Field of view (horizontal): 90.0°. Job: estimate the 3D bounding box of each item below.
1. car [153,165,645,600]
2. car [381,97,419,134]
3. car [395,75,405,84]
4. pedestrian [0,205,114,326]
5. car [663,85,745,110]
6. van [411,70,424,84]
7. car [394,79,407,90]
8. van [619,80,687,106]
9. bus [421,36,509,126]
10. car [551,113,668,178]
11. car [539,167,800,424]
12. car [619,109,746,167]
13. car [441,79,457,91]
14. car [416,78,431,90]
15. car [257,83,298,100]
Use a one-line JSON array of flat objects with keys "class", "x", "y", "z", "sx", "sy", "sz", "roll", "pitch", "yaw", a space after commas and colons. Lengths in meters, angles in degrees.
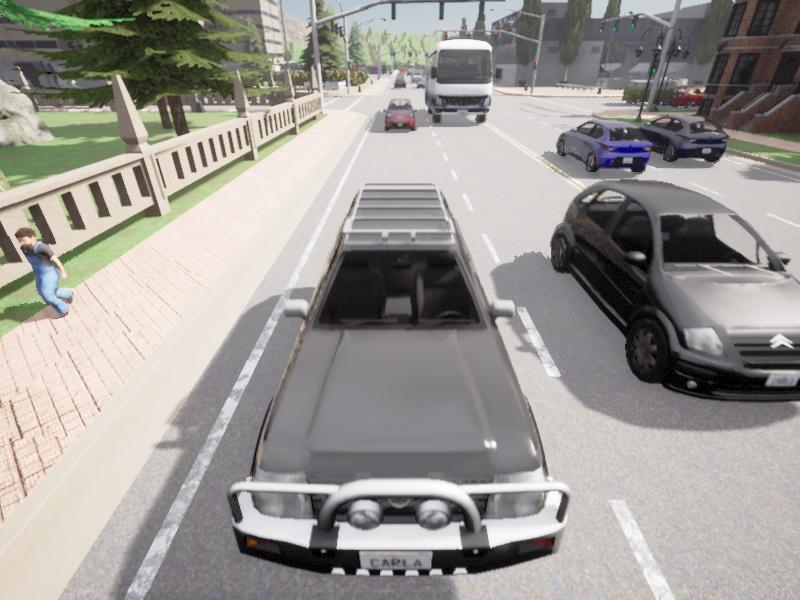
[{"class": "car", "x": -0.006, "y": 0.071, "z": 4.027, "sx": 1.932, "sy": 1.855, "sz": 4.605, "roll": 0, "pitch": 30, "yaw": 0}, {"class": "car", "x": 0.005, "y": -10.092, "z": 21.757, "sx": 1.845, "sy": 1.501, "sz": 3.633, "roll": 0, "pitch": 30, "yaw": 0}, {"class": "car", "x": 0.027, "y": -44.755, "z": 81.054, "sx": 1.882, "sy": 1.535, "sz": 5.008, "roll": 0, "pitch": 30, "yaw": 0}, {"class": "pedestrian", "x": -4.521, "y": -0.446, "z": 5.127, "sx": 0.751, "sy": 1.300, "sz": 0.751, "roll": 4, "pitch": 31, "yaw": 7}, {"class": "car", "x": 24.734, "y": -16.593, "z": 32.758, "sx": 4.611, "sy": 1.667, "sz": 2.242, "roll": 0, "pitch": 30, "yaw": 0}, {"class": "van", "x": 3.526, "y": -45.655, "z": 81.705, "sx": 2.351, "sy": 2.431, "sz": 6.366, "roll": 0, "pitch": 30, "yaw": 0}, {"class": "car", "x": 0.020, "y": -32.866, "z": 60.941, "sx": 1.895, "sy": 1.301, "sz": 4.718, "roll": 0, "pitch": 30, "yaw": 0}, {"class": "van", "x": 22.444, "y": -18.487, "z": 35.685, "sx": 4.442, "sy": 1.987, "sz": 1.775, "roll": 0, "pitch": 30, "yaw": 0}, {"class": "bus", "x": 3.629, "y": -14.137, "z": 26.010, "sx": 3.944, "sy": 4.253, "sz": 10.273, "roll": 0, "pitch": 29, "yaw": 0}, {"class": "car", "x": 7.003, "y": -5.513, "z": 13.981, "sx": 1.816, "sy": 1.474, "sz": 4.193, "roll": 0, "pitch": 30, "yaw": 0}, {"class": "car", "x": 3.493, "y": -0.483, "z": 5.242, "sx": 1.851, "sy": 1.617, "sz": 3.988, "roll": 0, "pitch": 30, "yaw": 0}, {"class": "car", "x": 10.503, "y": -6.329, "z": 15.380, "sx": 1.816, "sy": 1.474, "sz": 4.193, "roll": 0, "pitch": 30, "yaw": 0}, {"class": "car", "x": 7.019, "y": -31.128, "z": 57.833, "sx": 1.812, "sy": 1.442, "sz": 4.674, "roll": 0, "pitch": 30, "yaw": 0}, {"class": "car", "x": 3.518, "y": -33.258, "z": 61.512, "sx": 2.033, "sy": 1.411, "sz": 5.357, "roll": 0, "pitch": 30, "yaw": 0}, {"class": "car", "x": -12.880, "y": -22.053, "z": 42.214, "sx": 3.633, "sy": 1.501, "sz": 1.845, "roll": 0, "pitch": 30, "yaw": 0}]
